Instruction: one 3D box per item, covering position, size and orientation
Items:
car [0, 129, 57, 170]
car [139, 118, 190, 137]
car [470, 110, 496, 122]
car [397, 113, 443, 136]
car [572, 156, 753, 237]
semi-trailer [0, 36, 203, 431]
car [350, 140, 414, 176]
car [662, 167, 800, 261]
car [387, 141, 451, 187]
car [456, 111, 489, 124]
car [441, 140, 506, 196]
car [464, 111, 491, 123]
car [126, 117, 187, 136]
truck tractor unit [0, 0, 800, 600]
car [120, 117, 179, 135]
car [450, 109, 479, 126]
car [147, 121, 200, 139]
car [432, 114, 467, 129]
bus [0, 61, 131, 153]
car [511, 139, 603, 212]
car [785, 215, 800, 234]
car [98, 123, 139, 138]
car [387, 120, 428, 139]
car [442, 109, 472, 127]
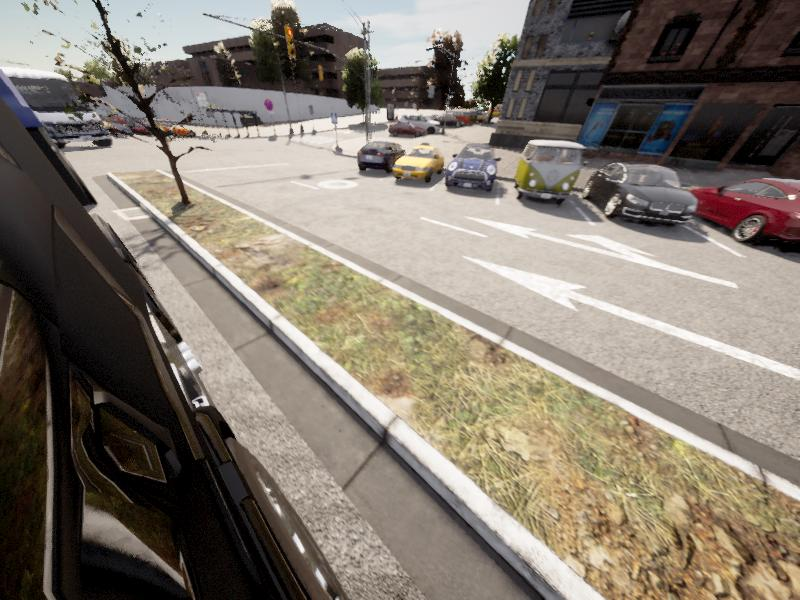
[{"bbox_3d":[-19.345,-7.408,11.236,4.181,1.385,1.994,22,41,24],"label":"car"},{"bbox_3d":[-33.544,-24.605,33.105,1.878,1.987,4.442,11,37,10],"label":"car"},{"bbox_3d":[16.257,-36.233,45.420,4.674,1.452,2.002,11,43,10],"label":"car"},{"bbox_3d":[2.611,-23.121,30.367,5.566,2.045,2.435,11,43,10],"label":"car"},{"bbox_3d":[8.234,-3.955,8.154,2.231,1.521,4.892,15,38,14],"label":"car"},{"bbox_3d":[-8.761,-3.555,4.172,14.254,4.402,2.717,27,43,29],"label":"semi-trailer"},{"bbox_3d":[-0.894,-8.902,14.253,2.163,1.488,4.792,13,37,14],"label":"car"},{"bbox_3d":[10.511,-2.672,6.645,2.002,1.452,4.674,14,38,15],"label":"car"},{"bbox_3d":[1.232,-7.552,12.513,1.946,1.575,5.366,14,38,14],"label":"car"},{"bbox_3d":[13.025,-32.893,41.639,5.366,1.575,1.946,11,43,10],"label":"car"},{"bbox_3d":[3.635,-6.544,11.116,2.185,1.767,4.553,14,38,14],"label":"car"},{"bbox_3d":[14.558,-34.558,43.554,4.674,1.452,2.002,11,44,10],"label":"car"},{"bbox_3d":[-35.999,-25.772,34.463,2.435,2.045,5.566,11,37,10],"label":"car"},{"bbox_3d":[-2.645,-0.295,0.351,6.516,4.208,3.053,28,44,30],"label":"truck tractor unit"},{"bbox_3d":[-38.478,-26.899,35.807,2.435,2.045,5.566,10,37,10],"label":"car"},{"bbox_3d":[11.023,-31.445,39.680,4.442,1.987,1.878,11,44,10],"label":"car"},{"bbox_3d":[-31.062,-23.465,31.913,2.185,1.767,4.553,11,37,10],"label":"car"},{"bbox_3d":[7.704,-27.931,36.107,4.892,1.521,2.231,11,43,10],"label":"car"},{"bbox_3d":[-26.448,-13.414,16.491,10.273,4.253,3.944,11,41,15],"label":"bus"},{"bbox_3d":[5.903,-5.312,9.441,1.878,1.987,4.442,14,38,14],"label":"car"},{"bbox_3d":[12.796,-1.417,5.111,2.002,1.452,4.674,15,38,15],"label":"car"},{"bbox_3d":[-36.885,-22.207,30.207,5.357,1.411,2.033,24,42,26],"label":"car"},{"bbox_3d":[0.875,-21.244,28.709,4.674,1.452,2.002,11,43,10],"label":"car"},{"bbox_3d":[9.311,-29.777,37.821,4.442,1.987,1.878,11,44,10],"label":"car"}]
